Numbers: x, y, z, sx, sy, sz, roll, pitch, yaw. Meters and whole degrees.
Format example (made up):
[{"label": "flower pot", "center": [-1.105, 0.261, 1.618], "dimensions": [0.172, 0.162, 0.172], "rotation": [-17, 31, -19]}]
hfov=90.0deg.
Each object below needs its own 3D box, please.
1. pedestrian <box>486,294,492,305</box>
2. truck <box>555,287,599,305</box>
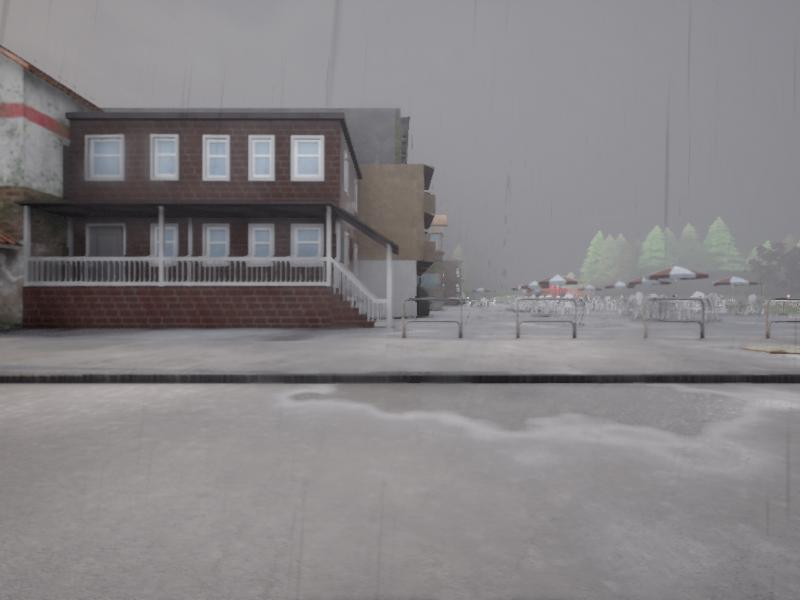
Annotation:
[{"label": "pedestrian", "center": [14.860, -0.036, 66.900], "dimensions": [0.751, 1.860, 0.751], "rotation": [0, 0, 0]}, {"label": "truck", "center": [39.327, -0.905, 89.176], "dimensions": [8.468, 3.827, 2.891], "rotation": [0, 0, 0]}]
